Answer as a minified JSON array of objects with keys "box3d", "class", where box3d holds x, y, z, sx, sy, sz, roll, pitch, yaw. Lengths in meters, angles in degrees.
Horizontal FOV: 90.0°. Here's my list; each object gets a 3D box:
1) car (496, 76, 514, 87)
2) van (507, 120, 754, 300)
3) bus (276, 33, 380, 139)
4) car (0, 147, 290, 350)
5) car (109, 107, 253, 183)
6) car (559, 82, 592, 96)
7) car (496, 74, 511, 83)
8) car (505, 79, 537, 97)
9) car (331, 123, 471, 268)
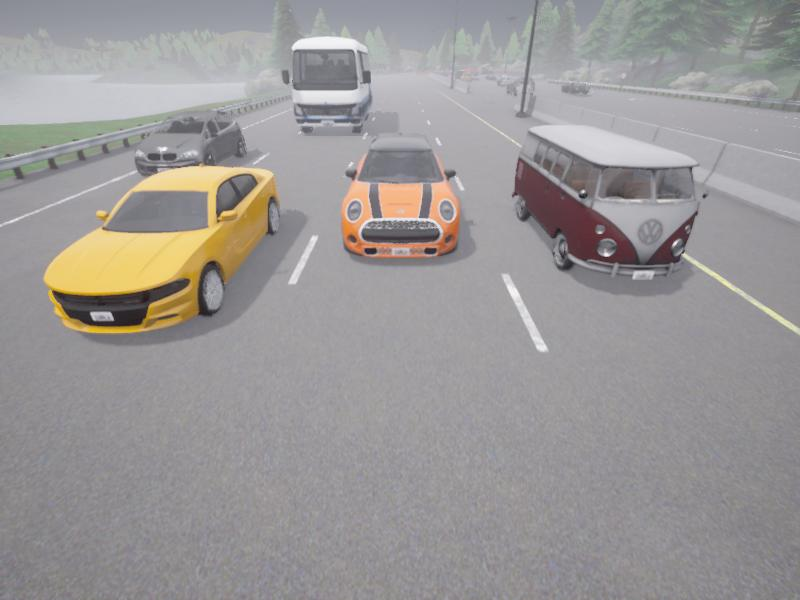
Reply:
[{"box3d":[17.550,-36.572,67.033,1.970,1.475,3.806,0,30,0],"class":"car"},{"box3d":[3.513,-1.975,7.393,1.775,1.987,4.442,0,30,0],"class":"van"},{"box3d":[-3.374,-12.210,22.615,3.944,4.253,10.273,0,31,0],"class":"bus"},{"box3d":[-3.489,-1.312,6.705,1.882,1.535,5.008,0,31,0],"class":"car"},{"box3d":[-6.985,-5.412,13.567,2.242,1.667,4.611,0,31,0],"class":"car"},{"box3d":[21.039,-25.497,48.225,1.895,1.301,4.718,0,30,0],"class":"car"},{"box3d":[21.040,-45.008,81.377,1.812,1.442,4.674,0,30,0],"class":"car"},{"box3d":[14.036,-24.789,46.692,2.152,1.651,5.027,0,30,0],"class":"car"},{"box3d":[0.013,-2.471,8.426,2.097,1.767,4.553,0,31,0],"class":"car"}]
